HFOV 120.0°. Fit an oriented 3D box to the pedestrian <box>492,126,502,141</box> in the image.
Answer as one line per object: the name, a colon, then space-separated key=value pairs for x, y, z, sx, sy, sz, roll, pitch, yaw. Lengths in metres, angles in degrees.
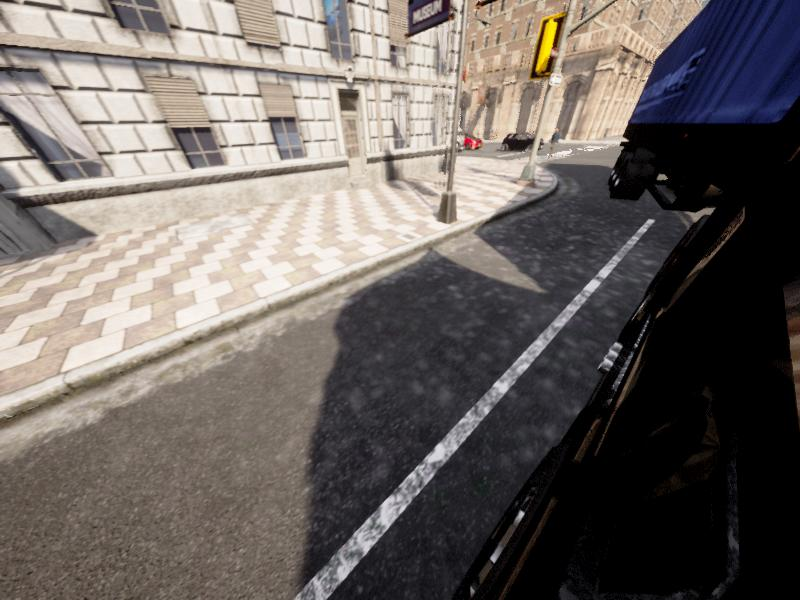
pedestrian: x=15.009 y=-25.736 z=35.691 sx=0.751 sy=1.860 sz=0.751 roll=29 pitch=46 yaw=35

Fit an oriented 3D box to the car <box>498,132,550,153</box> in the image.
car: x=11.627 y=-14.906 z=21.829 sx=1.845 sy=1.501 sz=3.633 roll=-28 pitch=44 yaw=-31

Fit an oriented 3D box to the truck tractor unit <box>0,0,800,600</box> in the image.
truck tractor unit: x=2.645 y=-0.295 z=0.351 sx=6.516 sy=4.208 sz=3.053 roll=-28 pitch=44 yaw=-30

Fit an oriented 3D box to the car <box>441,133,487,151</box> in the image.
car: x=7.102 y=-17.923 z=26.133 sx=2.007 sy=1.525 sz=4.514 roll=-28 pitch=44 yaw=-31

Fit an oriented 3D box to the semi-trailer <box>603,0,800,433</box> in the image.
semi-trailer: x=7.466 y=-4.210 z=5.179 sx=2.717 sy=4.402 sz=14.254 roll=21 pitch=43 yaw=27

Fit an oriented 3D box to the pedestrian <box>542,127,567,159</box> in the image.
pedestrian: x=11.334 y=-11.568 z=17.021 sx=0.751 sy=1.860 sz=0.751 roll=-27 pitch=43 yaw=-29

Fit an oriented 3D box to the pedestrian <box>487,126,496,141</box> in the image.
pedestrian: x=14.131 y=-25.728 z=35.726 sx=0.751 sy=1.860 sz=0.751 roll=-24 pitch=42 yaw=-27

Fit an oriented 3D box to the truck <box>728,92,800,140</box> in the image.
truck: x=40.638 y=-20.421 z=25.853 sx=8.468 sy=3.827 sz=2.891 roll=-28 pitch=44 yaw=-31

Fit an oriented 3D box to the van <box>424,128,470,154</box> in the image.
van: x=4.693 y=-16.516 z=23.971 sx=1.775 sy=1.987 sz=4.442 roll=-28 pitch=44 yaw=-31

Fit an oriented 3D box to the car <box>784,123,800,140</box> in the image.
car: x=42.497 y=-17.633 z=24.121 sx=4.718 sy=1.301 sz=1.895 roll=-28 pitch=44 yaw=-31
